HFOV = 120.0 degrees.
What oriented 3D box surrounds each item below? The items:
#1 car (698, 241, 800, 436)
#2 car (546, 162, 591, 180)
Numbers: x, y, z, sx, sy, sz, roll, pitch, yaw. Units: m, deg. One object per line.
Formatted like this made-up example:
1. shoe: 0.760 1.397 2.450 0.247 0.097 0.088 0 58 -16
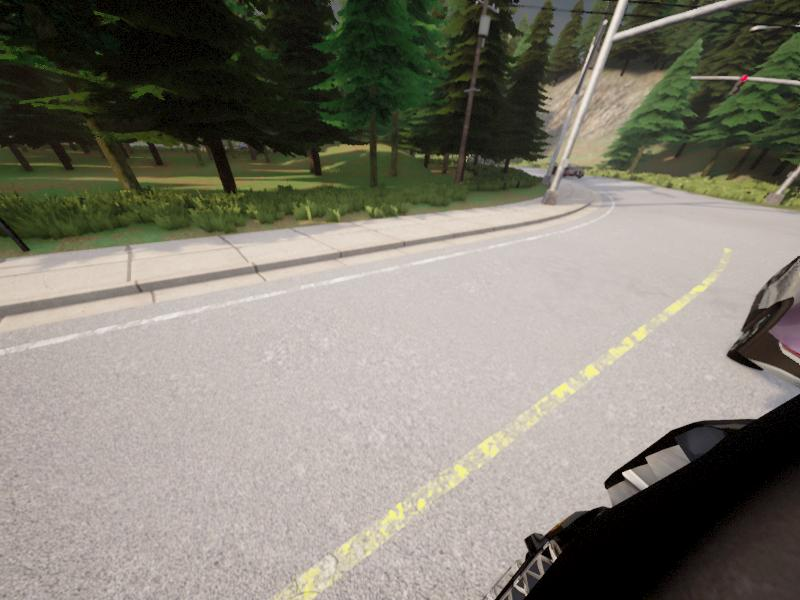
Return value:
1. car: 6.134 0.143 2.682 4.856 1.649 2.033 -18 39 -28
2. car: 18.805 -14.639 26.040 1.994 1.385 4.181 2 34 -2
